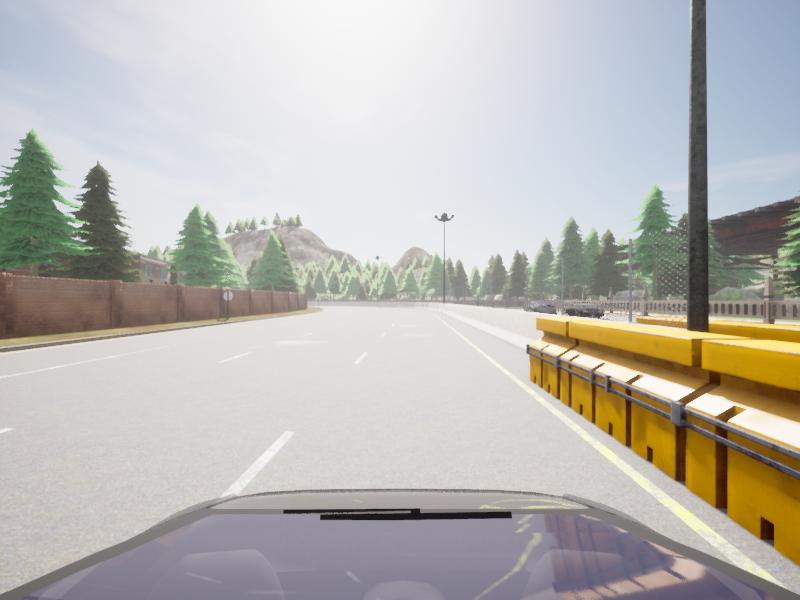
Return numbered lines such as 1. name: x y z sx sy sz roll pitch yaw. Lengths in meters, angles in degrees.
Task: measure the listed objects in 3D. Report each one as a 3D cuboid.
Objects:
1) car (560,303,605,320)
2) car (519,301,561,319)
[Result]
1. car: 15.675 0.944 34.609 1.895 1.301 4.718 0 0 2
2. car: 12.197 0.836 35.288 2.128 1.511 4.902 0 0 2
